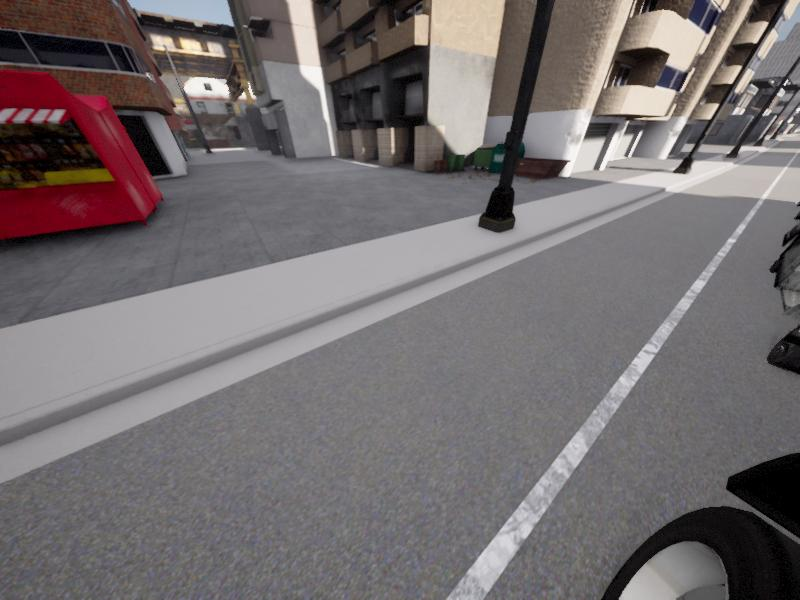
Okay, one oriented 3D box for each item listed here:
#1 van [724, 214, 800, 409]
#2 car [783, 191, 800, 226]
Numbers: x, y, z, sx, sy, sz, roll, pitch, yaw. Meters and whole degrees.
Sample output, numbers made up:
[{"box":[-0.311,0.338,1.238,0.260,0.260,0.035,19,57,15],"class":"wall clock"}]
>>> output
[{"box":[7.021,-0.640,2.669,6.366,2.431,2.351,-22,41,-28],"class":"van"},{"box":[14.635,-3.333,7.228,4.902,1.511,2.128,-22,40,-28],"class":"car"}]
